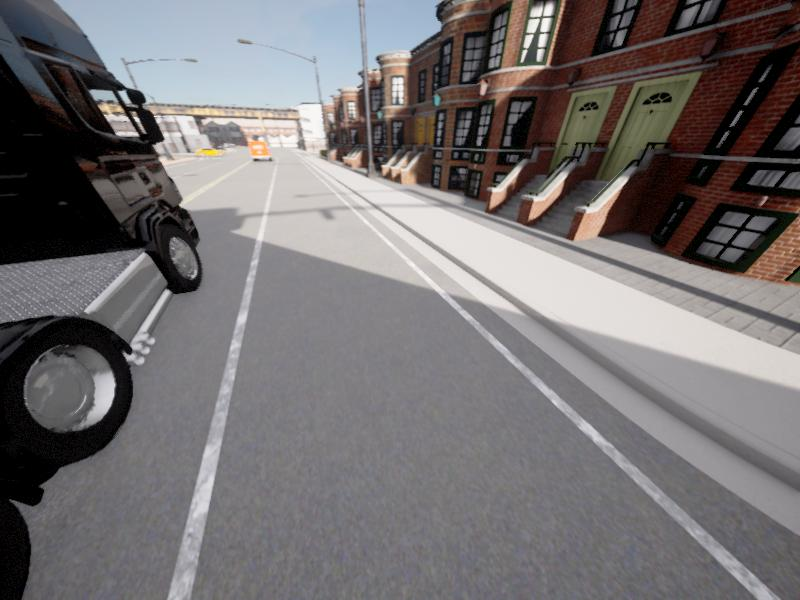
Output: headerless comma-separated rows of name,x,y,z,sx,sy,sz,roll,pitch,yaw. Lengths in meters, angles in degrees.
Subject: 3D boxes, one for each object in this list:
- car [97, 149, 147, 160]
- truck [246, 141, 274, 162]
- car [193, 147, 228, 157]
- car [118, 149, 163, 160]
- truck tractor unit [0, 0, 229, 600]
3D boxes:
car,-50.004,-26.332,41.683,5.357,1.411,2.033,-15,37,-20
truck,-20.766,-22.219,34.489,2.627,2.467,5.204,-13,36,-19
car,-37.770,-29.586,46.169,5.008,1.535,1.882,-14,37,-20
car,-45.121,-25.469,40.299,4.674,1.442,1.812,-15,37,-20
truck tractor unit,-4.221,-0.752,1.449,3.053,4.208,6.516,-14,37,-20
